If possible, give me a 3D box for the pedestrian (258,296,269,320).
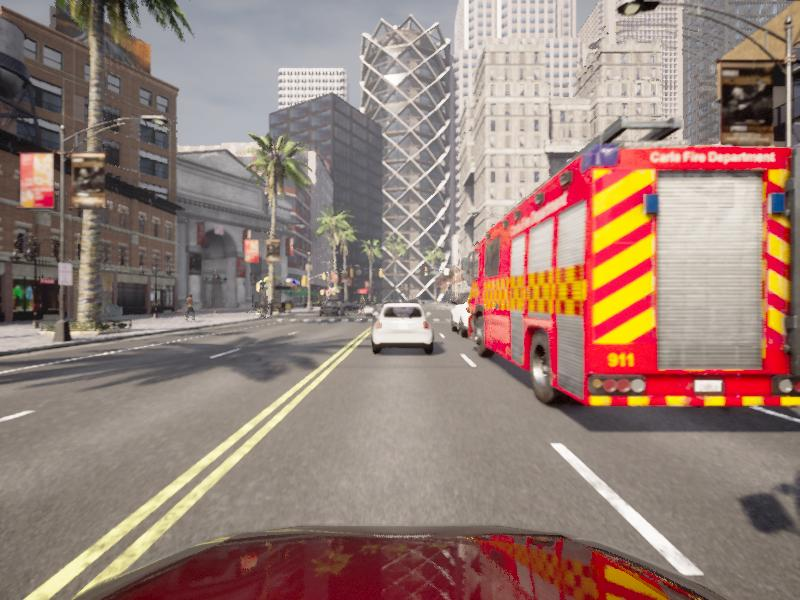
[{"bbox_3d":[-10.706,0.625,31.338,0.751,1.860,0.751,0,0,-21],"label":"pedestrian"}]

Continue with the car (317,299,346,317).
[{"bbox_3d":[-6.634,0.761,39.450,1.930,1.638,5.238,0,0,1],"label":"car"}]

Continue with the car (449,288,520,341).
[{"bbox_3d":[3.627,0.564,18.318,2.150,2.045,5.566,0,0,1],"label":"car"}]

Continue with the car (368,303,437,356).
[{"bbox_3d":[0.082,0.850,13.243,1.970,1.475,3.806,0,0,0],"label":"car"}]

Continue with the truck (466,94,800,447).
[{"bbox_3d":[3.528,-0.323,8.575,2.891,3.827,8.468,0,0,1],"label":"truck"}]

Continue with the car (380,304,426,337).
[{"bbox_3d":[0.140,0.903,19.337,1.994,1.385,4.181,0,0,1],"label":"car"}]

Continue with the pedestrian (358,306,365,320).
[{"bbox_3d":[-2.979,1.009,31.303,0.500,1.100,0.500,0,0,0],"label":"pedestrian"}]

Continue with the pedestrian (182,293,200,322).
[{"bbox_3d":[-13.482,0.478,25.789,0.751,1.860,0.751,0,0,21],"label":"pedestrian"}]

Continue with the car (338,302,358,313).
[{"bbox_3d":[-6.504,0.930,50.952,1.895,1.301,4.718,0,0,1],"label":"car"}]

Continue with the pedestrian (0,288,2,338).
[{"bbox_3d":[-15.352,0.480,14.689,0.751,1.860,0.751,0,0,6],"label":"pedestrian"}]

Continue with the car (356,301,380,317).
[{"bbox_3d":[-3.131,0.818,39.657,2.007,1.525,4.514,0,0,1],"label":"car"}]
